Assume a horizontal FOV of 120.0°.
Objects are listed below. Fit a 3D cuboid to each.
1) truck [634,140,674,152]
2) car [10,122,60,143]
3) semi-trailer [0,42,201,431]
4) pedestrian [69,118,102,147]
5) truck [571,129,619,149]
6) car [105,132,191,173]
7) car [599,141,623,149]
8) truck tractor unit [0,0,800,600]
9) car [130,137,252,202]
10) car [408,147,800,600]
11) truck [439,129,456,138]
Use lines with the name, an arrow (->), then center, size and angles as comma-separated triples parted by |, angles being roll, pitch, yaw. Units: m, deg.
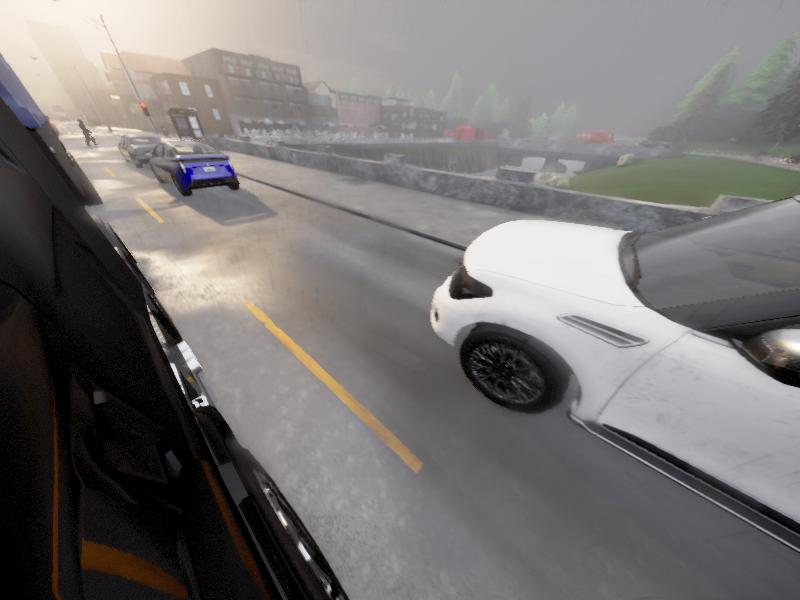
truck -> 62.713, -38.269, 57.266 | 6.274, 2.098, 2.390 | 28, 43, 30
car -> -32.597, -15.034, 20.741 | 4.718, 1.301, 1.895 | 28, 44, 30
semi-trailer -> -8.699, -3.596, 4.240 | 14.254, 4.402, 2.717 | 28, 44, 30
pedestrian -> -24.952, -13.296, 18.369 | 0.751, 1.860, 0.751 | 31, 45, 32
truck -> 50.759, -42.215, 60.373 | 8.468, 3.827, 2.891 | 28, 43, 30
car -> -13.953, -8.262, 12.722 | 5.357, 1.411, 2.033 | 28, 44, 30
car -> 56.317, -41.403, 61.624 | 4.514, 1.525, 2.007 | 28, 43, 30
truck tractor unit -> -2.645, -0.295, 0.351 | 6.516, 4.208, 3.053 | 28, 44, 30
car -> -7.960, -5.136, 8.783 | 4.514, 1.525, 2.007 | 28, 43, 30
car -> 2.967, 0.449, 1.521 | 5.566, 2.045, 2.150 | 28, 43, 30
truck -> 16.948, -59.643, 82.828 | 5.204, 2.467, 2.627 | 28, 43, 30
